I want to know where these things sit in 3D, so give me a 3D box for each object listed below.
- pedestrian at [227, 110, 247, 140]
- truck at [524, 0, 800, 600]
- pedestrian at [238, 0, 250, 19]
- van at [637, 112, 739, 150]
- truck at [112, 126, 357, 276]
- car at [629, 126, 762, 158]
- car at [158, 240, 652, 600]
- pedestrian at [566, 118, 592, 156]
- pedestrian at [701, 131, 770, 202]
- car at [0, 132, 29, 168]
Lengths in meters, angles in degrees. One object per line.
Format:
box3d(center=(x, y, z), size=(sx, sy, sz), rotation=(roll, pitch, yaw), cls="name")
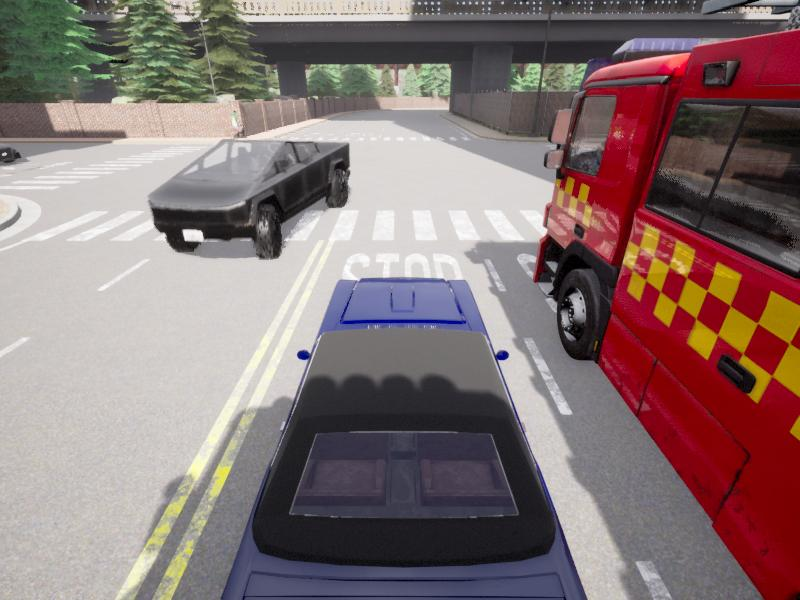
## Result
box3d(center=(-11.399, -12.259, 27.972), size=(0.751, 1.860, 0.751), rotation=(-22, 35, -36), cls="pedestrian")
box3d(center=(3.527, 0.166, 2.116), size=(2.891, 3.827, 8.468), rotation=(0, 27, 0), cls="truck")
box3d(center=(-16.022, -29.965, 40.938), size=(0.751, 1.860, 0.751), rotation=(-2, 27, -4), cls="pedestrian")
box3d(center=(17.552, -10.394, 24.583), size=(4.442, 1.987, 1.775), rotation=(0, 27, 0), cls="van")
box3d(center=(-3.223, -2.933, 10.001), size=(2.390, 2.098, 6.274), rotation=(5, 28, 11), cls="truck")
box3d(center=(15.759, -8.535, 21.608), size=(5.357, 1.411, 2.033), rotation=(0, 27, 0), cls="car")
box3d(center=(0.025, 0.862, 3.528), size=(1.895, 1.301, 4.718), rotation=(0, 27, 0), cls="car")
box3d(center=(9.561, -8.726, 21.422), size=(0.751, 1.860, 0.751), rotation=(1, 27, 1), cls="pedestrian")
box3d(center=(9.707, -3.893, 11.665), size=(0.751, 1.860, 0.751), rotation=(1, 27, 3), cls="pedestrian")
box3d(center=(-20.352, -6.918, 18.490), size=(4.181, 1.385, 1.994), rotation=(-1, 27, -1), cls="car")
